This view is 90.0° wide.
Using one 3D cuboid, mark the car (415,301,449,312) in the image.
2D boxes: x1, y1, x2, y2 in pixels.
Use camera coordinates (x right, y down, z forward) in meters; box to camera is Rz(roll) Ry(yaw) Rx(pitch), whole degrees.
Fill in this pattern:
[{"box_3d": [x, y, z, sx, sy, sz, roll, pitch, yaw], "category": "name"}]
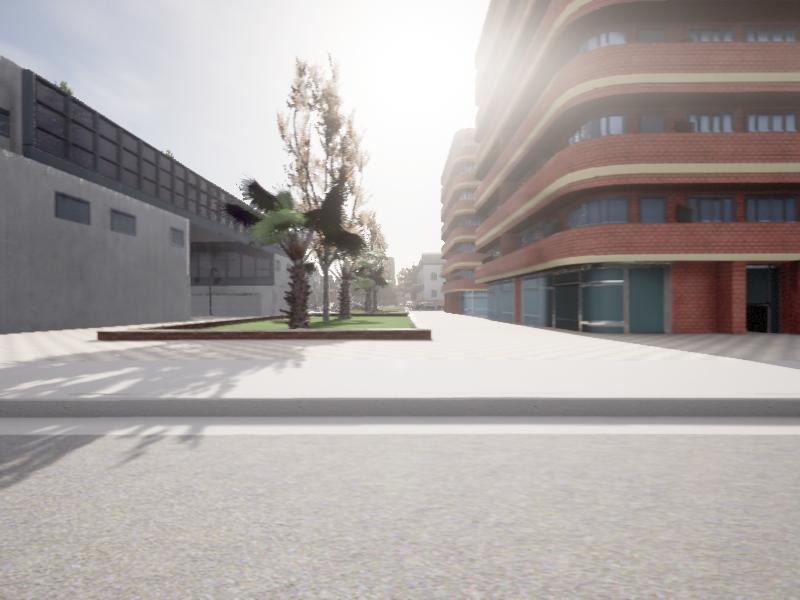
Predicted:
[{"box_3d": [4.963, 0.969, 62.998, 5.238, 1.638, 1.930, 0, 0, 0], "category": "car"}]
